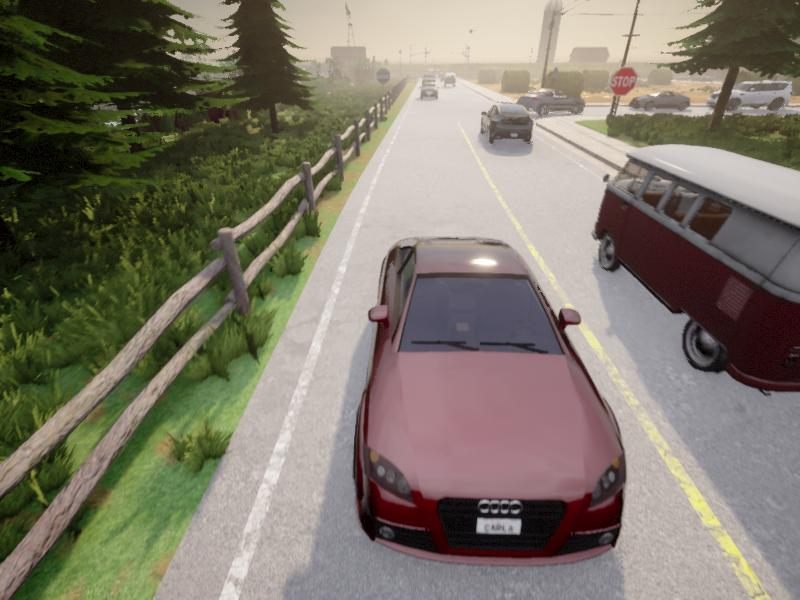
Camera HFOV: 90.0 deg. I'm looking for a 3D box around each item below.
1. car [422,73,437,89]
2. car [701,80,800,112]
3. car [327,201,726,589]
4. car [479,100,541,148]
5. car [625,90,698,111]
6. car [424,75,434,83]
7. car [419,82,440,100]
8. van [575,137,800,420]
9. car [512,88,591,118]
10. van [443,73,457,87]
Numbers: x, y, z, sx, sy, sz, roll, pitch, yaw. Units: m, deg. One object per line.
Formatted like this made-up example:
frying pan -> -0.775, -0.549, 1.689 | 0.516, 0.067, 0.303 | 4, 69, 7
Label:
car -> 4.550, -34.284, 62.554 | 2.150, 2.045, 5.566 | 2, 30, 3
car -> 27.560, -16.088, 31.515 | 5.566, 2.045, 2.150 | 0, 30, 1
car -> 0.683, 0.275, 4.167 | 1.994, 1.385, 4.181 | 1, 30, 1
car -> 4.978, -8.399, 18.854 | 1.837, 1.490, 4.892 | 2, 30, 3
car -> 20.678, -15.838, 31.769 | 4.181, 1.385, 1.994 | 0, 30, 0
car -> 6.012, -46.143, 83.468 | 1.970, 1.475, 3.806 | 2, 30, 3
car -> 3.140, -22.424, 42.810 | 2.128, 1.511, 4.902 | 2, 30, 3
van -> 4.230, -0.784, 5.365 | 1.775, 1.987, 4.442 | 1, 30, 2
car -> 10.734, -14.069, 28.482 | 5.027, 1.651, 2.152 | -14, 33, -23
van -> 8.381, -36.975, 67.161 | 2.069, 2.038, 4.480 | 2, 30, 3
